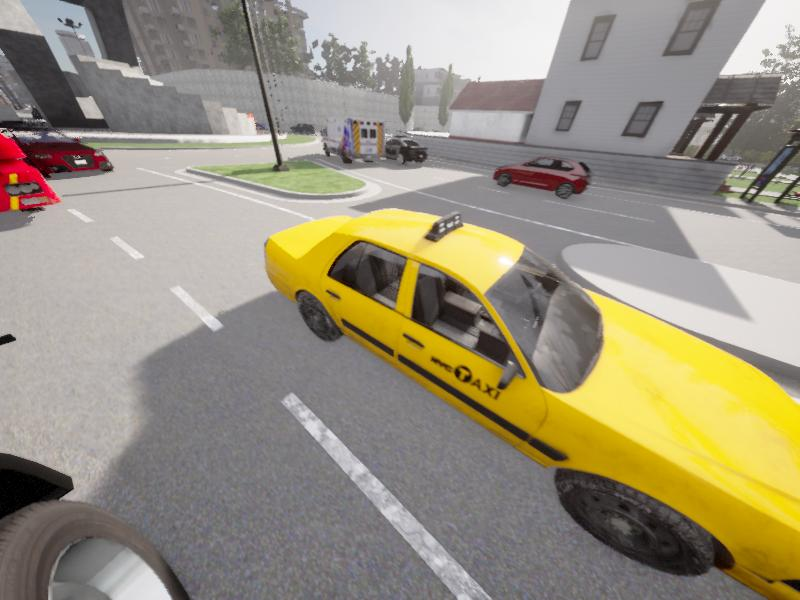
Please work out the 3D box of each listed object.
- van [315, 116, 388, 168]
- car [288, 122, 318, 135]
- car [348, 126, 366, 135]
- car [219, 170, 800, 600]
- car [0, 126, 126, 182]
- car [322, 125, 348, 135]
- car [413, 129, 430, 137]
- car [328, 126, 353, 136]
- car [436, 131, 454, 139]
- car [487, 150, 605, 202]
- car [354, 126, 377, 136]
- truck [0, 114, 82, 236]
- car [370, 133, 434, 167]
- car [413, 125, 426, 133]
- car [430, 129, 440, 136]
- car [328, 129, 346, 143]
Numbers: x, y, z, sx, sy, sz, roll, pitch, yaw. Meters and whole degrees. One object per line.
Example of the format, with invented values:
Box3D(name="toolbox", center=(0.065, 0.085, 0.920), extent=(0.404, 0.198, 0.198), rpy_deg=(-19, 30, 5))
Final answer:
Box3D(name="van", center=(-3.518, -11.135, 16.093), extent=(2.351, 2.431, 6.366), rpy_deg=(-20, 43, -28))
Box3D(name="car", center=(-18.083, -31.937, 43.035), extent=(4.856, 1.649, 2.033), rpy_deg=(19, 39, 19))
Box3D(name="car", center=(-10.016, -39.511, 53.842), extent=(1.845, 1.501, 3.633), rpy_deg=(29, 44, 29))
Box3D(name="car", center=(0.623, -0.016, 2.434), extent=(5.366, 1.575, 1.801), rpy_deg=(26, 42, 27))
Box3D(name="car", center=(-13.696, -5.783, 9.008), extent=(4.181, 1.385, 1.994), rpy_deg=(16, 39, 15))
Box3D(name="car", center=(-13.978, -36.894, 50.034), extent=(2.038, 1.542, 4.974), rpy_deg=(29, 44, 30))
Box3D(name="car", center=(6.223, -47.352, 65.549), extent=(1.801, 1.575, 5.366), rpy_deg=(28, 44, 29))
Box3D(name="car", center=(-12.167, -34.872, 47.586), extent=(1.812, 1.442, 4.674), rpy_deg=(30, 44, 30))
Box3D(name="car", center=(11.925, -43.675, 61.253), extent=(2.038, 1.542, 4.974), rpy_deg=(29, 44, 29))
Box3D(name="car", center=(6.732, -6.046, 11.033), extent=(4.193, 1.474, 1.816), rpy_deg=(31, 45, 32))
Box3D(name="car", center=(-7.648, -37.831, 51.822), extent=(2.038, 1.542, 4.974), rpy_deg=(29, 44, 29))
Box3D(name="truck", center=(-12.011, -3.918, 4.644), extent=(8.468, 3.827, 2.891), rpy_deg=(18, 39, 18))
Box3D(name="car", center=(-0.047, -11.289, 17.249), extent=(1.930, 1.638, 5.238), rpy_deg=(-22, 44, -30))
Box3D(name="car", center=(7.382, -65.134, 87.964), extent=(4.674, 1.442, 1.812), rpy_deg=(35, 46, 25))
Box3D(name="car", center=(11.405, -54.554, 75.201), extent=(1.905, 1.878, 3.866), rpy_deg=(20, 40, 21))
Box3D(name="car", center=(-8.879, -23.137, 32.458), extent=(1.895, 1.301, 4.718), rpy_deg=(-9, 39, -16))
